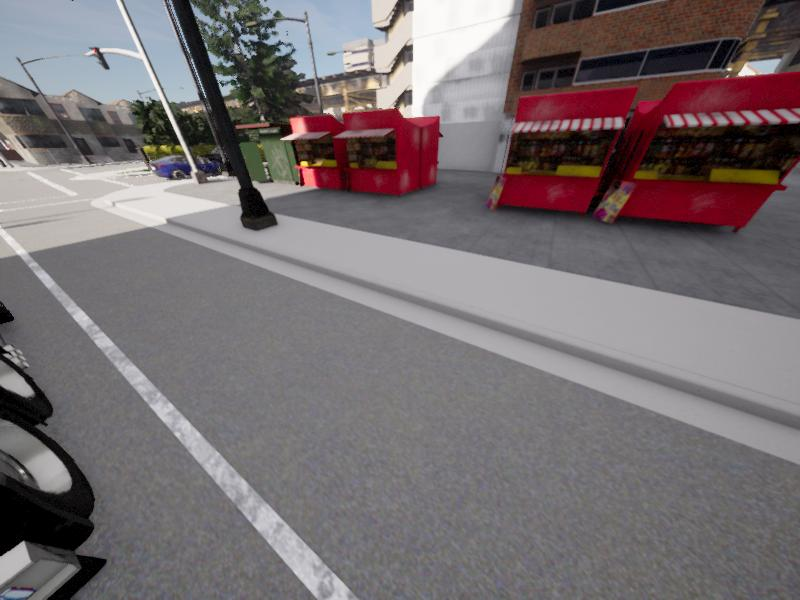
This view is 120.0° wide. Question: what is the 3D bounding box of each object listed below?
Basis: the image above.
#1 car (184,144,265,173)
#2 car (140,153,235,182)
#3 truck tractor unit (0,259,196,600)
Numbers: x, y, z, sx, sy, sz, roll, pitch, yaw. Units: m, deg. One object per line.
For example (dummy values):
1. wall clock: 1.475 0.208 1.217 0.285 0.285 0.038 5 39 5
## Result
1. car: -16.602 -13.739 22.333 2.150 2.045 5.566 18 39 25
2. car: -16.021 -10.303 17.805 2.163 1.488 4.792 18 39 25
3. truck tractor unit: -5.102 -0.309 0.791 6.516 4.208 3.053 19 39 25
